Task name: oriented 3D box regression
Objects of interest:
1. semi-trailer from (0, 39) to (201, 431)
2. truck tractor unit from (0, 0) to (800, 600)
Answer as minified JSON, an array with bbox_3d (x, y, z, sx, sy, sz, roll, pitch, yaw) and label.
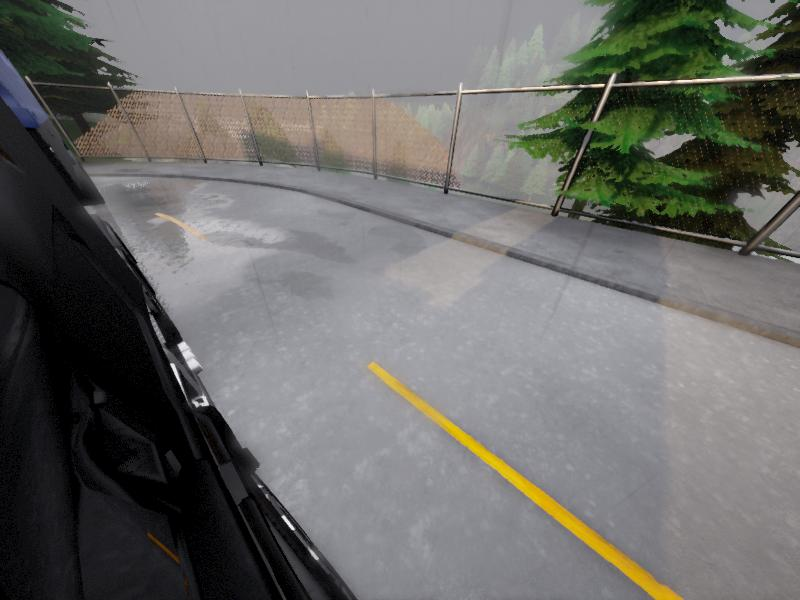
[{"bbox_3d":[-8.676,-3.618,4.254,14.254,4.402,2.717,28,44,30],"label":"semi-trailer"},{"bbox_3d":[-2.645,-0.295,0.351,6.516,4.208,3.053,28,44,30],"label":"truck tractor unit"}]
